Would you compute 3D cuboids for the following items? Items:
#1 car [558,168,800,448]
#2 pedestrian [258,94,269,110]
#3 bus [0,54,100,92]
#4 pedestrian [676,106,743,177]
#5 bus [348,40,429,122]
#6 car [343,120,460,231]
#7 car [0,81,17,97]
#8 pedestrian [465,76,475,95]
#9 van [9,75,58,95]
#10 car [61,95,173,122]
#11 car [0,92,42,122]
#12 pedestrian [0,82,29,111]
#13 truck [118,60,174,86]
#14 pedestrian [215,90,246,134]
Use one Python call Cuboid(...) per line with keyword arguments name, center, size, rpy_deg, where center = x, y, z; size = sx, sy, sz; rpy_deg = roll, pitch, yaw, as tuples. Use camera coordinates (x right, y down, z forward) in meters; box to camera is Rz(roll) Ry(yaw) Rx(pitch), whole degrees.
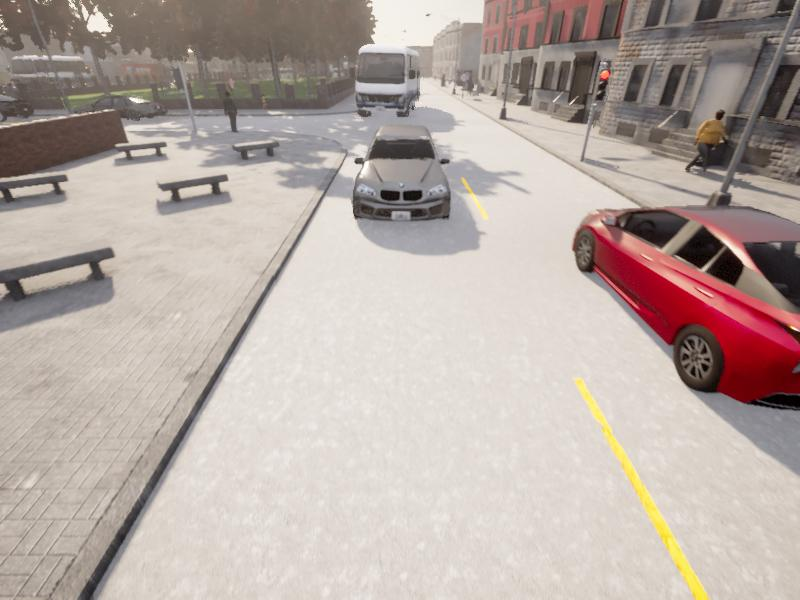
Cuboid(name="car", center=(3.994, -0.438, 5.231), size=(2.007, 1.525, 4.514), rpy_deg=(0, 30, 0))
Cuboid(name="pedestrian", center=(-10.284, -14.925, 30.149), size=(0.500, 1.100, 0.500), rpy_deg=(0, 30, 0))
Cuboid(name="bus", center=(-48.922, -32.075, 56.586), size=(3.944, 4.253, 10.273), rpy_deg=(2, 30, 4))
Cuboid(name="pedestrian", center=(9.183, -4.715, 11.953), size=(0.751, 1.860, 0.751), rpy_deg=(-5, 31, -8))
Cuboid(name="bus", center=(-0.412, -15.851, 28.876), size=(3.944, 4.253, 10.273), rpy_deg=(5, 30, 6))
Cuboid(name="car", center=(0.062, -3.354, 10.069), size=(2.242, 1.667, 4.611), rpy_deg=(0, 30, 1))
Cuboid(name="car", center=(-45.265, -23.388, 44.433), size=(1.845, 1.501, 3.633), rpy_deg=(-1, 30, -1))
Cuboid(name="pedestrian", center=(8.092, -24.782, 46.236), size=(0.751, 1.860, 0.751), rpy_deg=(-5, 31, -8))
Cuboid(name="van", center=(-45.195, -26.620, 49.501), size=(1.775, 1.987, 4.442), rpy_deg=(-1, 30, -2))
Cuboid(name="car", center=(-17.879, -12.227, 25.501), size=(5.357, 1.411, 2.033), rpy_deg=(0, 30, 1))
Cuboid(name="car", center=(-26.410, -12.325, 25.526), size=(5.008, 1.535, 1.882), rpy_deg=(0, 30, 0))
Cuboid(name="pedestrian", center=(-28.836, -15.234, 29.923), size=(0.751, 1.860, 0.751), rpy_deg=(0, 30, 0))
Cuboid(name="truck", center=(-45.497, -40.921, 72.113), size=(2.891, 3.827, 8.468), rpy_deg=(7, 31, 11))
Cuboid(name="pedestrian", center=(-8.312, -9.255, 19.691), size=(0.751, 1.860, 0.751), rpy_deg=(11, 32, 18))
